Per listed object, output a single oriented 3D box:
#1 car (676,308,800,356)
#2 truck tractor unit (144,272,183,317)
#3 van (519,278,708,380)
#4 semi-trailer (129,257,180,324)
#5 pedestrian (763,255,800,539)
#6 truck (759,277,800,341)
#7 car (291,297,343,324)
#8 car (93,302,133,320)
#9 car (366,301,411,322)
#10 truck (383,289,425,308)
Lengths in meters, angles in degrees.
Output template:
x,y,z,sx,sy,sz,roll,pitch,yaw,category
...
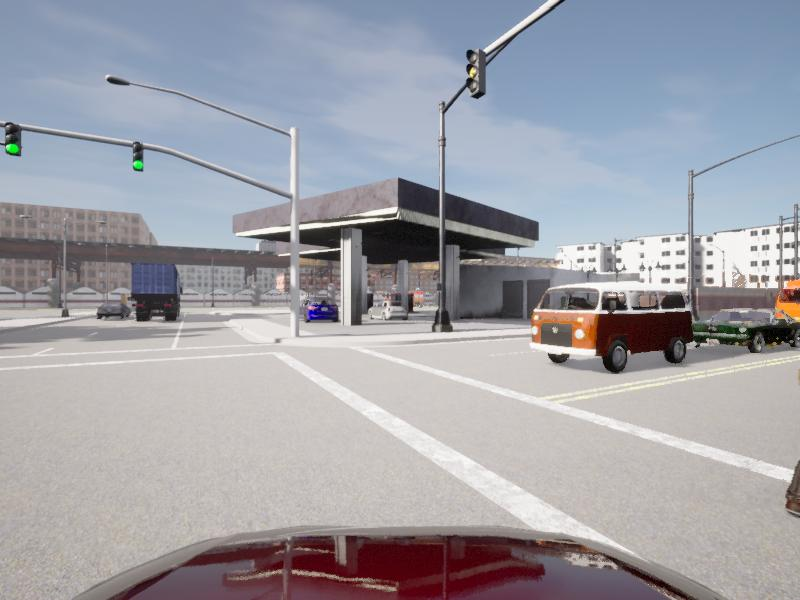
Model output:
x,y,z,sx,sy,sz,roll,pitch,yaw,category
11.463,0.944,13.256,4.718,1.301,1.895,0,0,-29,car
-23.734,-0.517,40.444,3.053,4.208,6.516,0,0,-28,truck tractor unit
5.362,0.571,9.980,4.480,2.038,2.069,0,0,-29,van
-20.056,-0.618,33.439,2.717,4.402,14.254,0,0,-28,semi-trailer
3.028,0.637,2.758,0.751,1.860,0.751,0,0,44,pedestrian
17.876,0.357,16.753,5.204,2.467,2.627,0,0,-28,truck
-5.707,0.638,26.983,2.242,1.667,4.611,0,0,-27,car
-24.367,0.894,34.127,2.033,1.411,5.357,0,0,-28,car
-0.973,0.799,30.327,1.970,1.475,3.806,0,0,-27,car
0.742,-0.321,84.584,8.468,3.827,2.891,0,0,-12,truck
